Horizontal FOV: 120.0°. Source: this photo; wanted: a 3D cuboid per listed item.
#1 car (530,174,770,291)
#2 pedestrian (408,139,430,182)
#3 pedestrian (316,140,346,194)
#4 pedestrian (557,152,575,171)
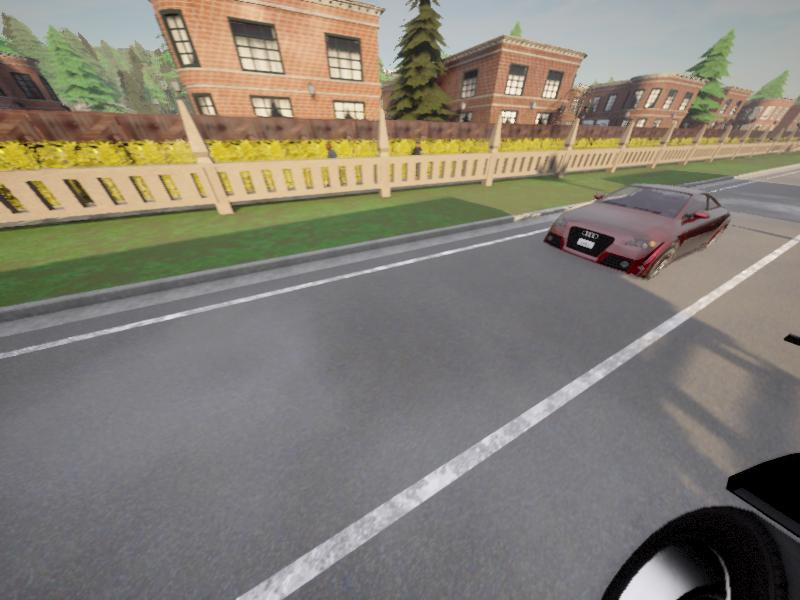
[{"bbox_3d":[5.432,-1.788,5.186,4.181,1.385,1.994,-17,39,-22],"label":"car"},{"bbox_3d":[0.960,-7.312,12.126,0.751,1.860,0.751,-16,39,-22],"label":"pedestrian"},{"bbox_3d":[-2.869,-5.589,9.711,0.751,1.860,0.751,-18,40,-23],"label":"pedestrian"},{"bbox_3d":[11.635,-9.726,16.186,0.500,1.100,0.500,-17,39,-22],"label":"pedestrian"}]
